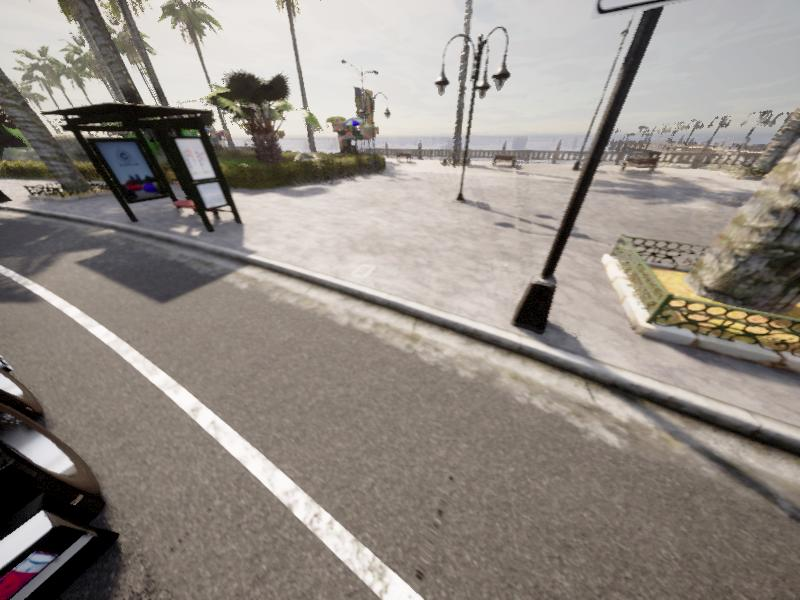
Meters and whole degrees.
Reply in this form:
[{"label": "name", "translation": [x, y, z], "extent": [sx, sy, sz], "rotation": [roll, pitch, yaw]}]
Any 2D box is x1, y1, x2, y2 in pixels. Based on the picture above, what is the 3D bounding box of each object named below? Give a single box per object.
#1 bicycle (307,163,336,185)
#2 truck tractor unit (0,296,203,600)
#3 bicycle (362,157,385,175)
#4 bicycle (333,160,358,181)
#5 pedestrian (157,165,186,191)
[{"label": "bicycle", "translation": [-4.505, -7.268, 13.307], "extent": [1.643, 1.024, 0.373], "rotation": [19, 39, 25]}, {"label": "truck tractor unit", "translation": [-5.176, -0.228, 0.694], "extent": [6.516, 4.208, 3.053], "rotation": [16, 39, 22]}, {"label": "bicycle", "translation": [-1.921, -9.757, 16.833], "extent": [1.643, 1.024, 0.373], "rotation": [19, 39, 25]}, {"label": "bicycle", "translation": [-3.471, -8.264, 14.718], "extent": [1.643, 1.024, 0.373], "rotation": [19, 39, 25]}, {"label": "pedestrian", "translation": [-11.698, -6.284, 11.865], "extent": [0.500, 1.100, 0.500], "rotation": [13, 37, 19]}]
